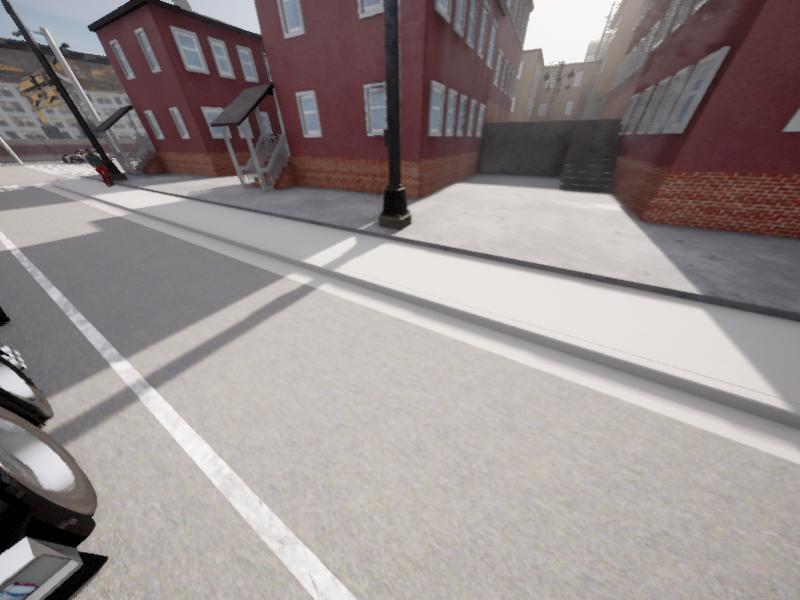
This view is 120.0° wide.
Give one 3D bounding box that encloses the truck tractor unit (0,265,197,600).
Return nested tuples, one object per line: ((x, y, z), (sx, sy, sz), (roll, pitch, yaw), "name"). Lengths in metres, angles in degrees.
((-5.114, -0.298, 0.784), (6.516, 4.208, 3.053), (18, 39, 24), "truck tractor unit")

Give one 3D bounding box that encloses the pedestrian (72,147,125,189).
((-15.796, -6.941, 12.174), (0.751, 1.860, 0.751), (13, 37, 19), "pedestrian")

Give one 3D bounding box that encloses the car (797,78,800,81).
((47.465, -25.229, 25.253), (2.128, 1.511, 4.902), (18, 43, 25), "car")

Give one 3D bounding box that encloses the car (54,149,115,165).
((-38.072, -17.375, 28.001), (1.970, 1.475, 3.806), (18, 39, 25), "car")
